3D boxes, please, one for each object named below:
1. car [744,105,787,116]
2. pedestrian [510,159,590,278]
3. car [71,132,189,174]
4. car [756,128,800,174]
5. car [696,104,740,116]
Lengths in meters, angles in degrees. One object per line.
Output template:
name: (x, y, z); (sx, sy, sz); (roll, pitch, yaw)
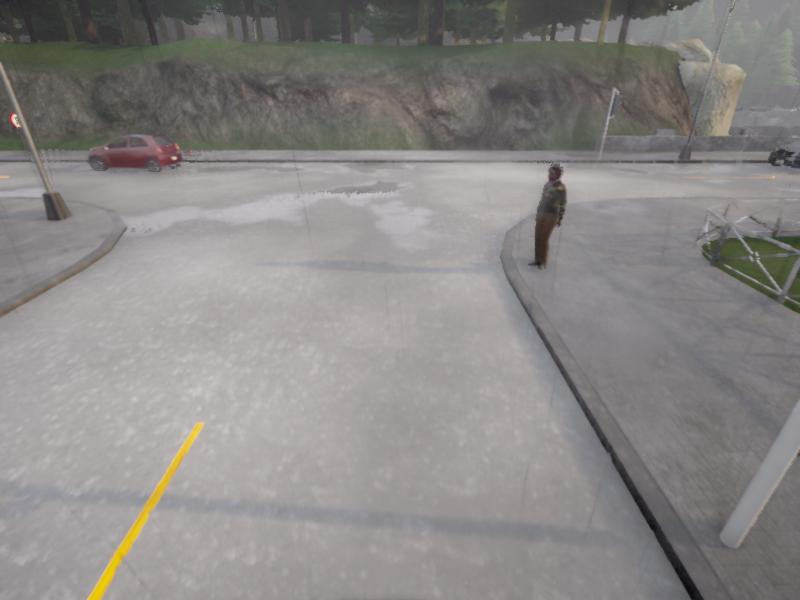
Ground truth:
car: (59.779, -31.032, 65.515); (4.792, 1.488, 2.163); (0, 27, 0)
pedestrian: (2.616, -1.457, 7.130); (0.751, 1.860, 0.751); (-14, 30, -26)
car: (-11.734, -6.511, 17.617); (3.633, 1.501, 1.845); (2, 27, 4)
car: (19.449, -6.693, 17.862); (4.611, 1.667, 2.242); (0, 27, 0)
car: (52.041, -31.108, 65.473); (5.238, 1.638, 1.930); (0, 27, 0)
